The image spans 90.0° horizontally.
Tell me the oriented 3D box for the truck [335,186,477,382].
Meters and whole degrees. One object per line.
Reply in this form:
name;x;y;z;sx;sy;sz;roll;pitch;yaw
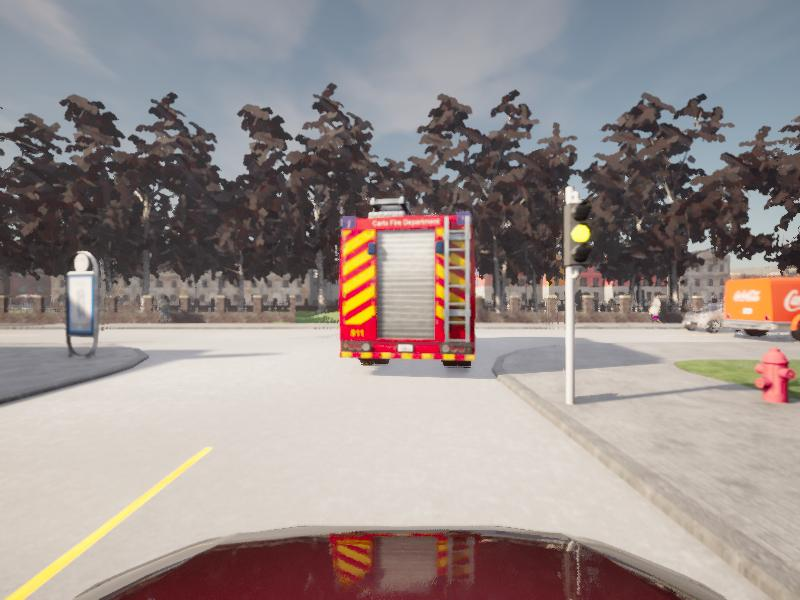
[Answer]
truck;0.797;-0.304;12.210;2.891;3.827;8.468;0;0;10

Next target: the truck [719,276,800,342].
truck;16.631;0.368;16.267;5.204;2.467;2.627;1;0;0

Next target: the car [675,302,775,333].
car;16.490;0.854;20.410;3.633;1.501;1.845;0;0;-2

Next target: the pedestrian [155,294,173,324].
pedestrian;-15.033;0.567;25.480;0.751;1.860;0.751;0;0;0

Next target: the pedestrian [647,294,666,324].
pedestrian;16.396;0.567;25.592;0.751;1.860;0.751;0;0;0
